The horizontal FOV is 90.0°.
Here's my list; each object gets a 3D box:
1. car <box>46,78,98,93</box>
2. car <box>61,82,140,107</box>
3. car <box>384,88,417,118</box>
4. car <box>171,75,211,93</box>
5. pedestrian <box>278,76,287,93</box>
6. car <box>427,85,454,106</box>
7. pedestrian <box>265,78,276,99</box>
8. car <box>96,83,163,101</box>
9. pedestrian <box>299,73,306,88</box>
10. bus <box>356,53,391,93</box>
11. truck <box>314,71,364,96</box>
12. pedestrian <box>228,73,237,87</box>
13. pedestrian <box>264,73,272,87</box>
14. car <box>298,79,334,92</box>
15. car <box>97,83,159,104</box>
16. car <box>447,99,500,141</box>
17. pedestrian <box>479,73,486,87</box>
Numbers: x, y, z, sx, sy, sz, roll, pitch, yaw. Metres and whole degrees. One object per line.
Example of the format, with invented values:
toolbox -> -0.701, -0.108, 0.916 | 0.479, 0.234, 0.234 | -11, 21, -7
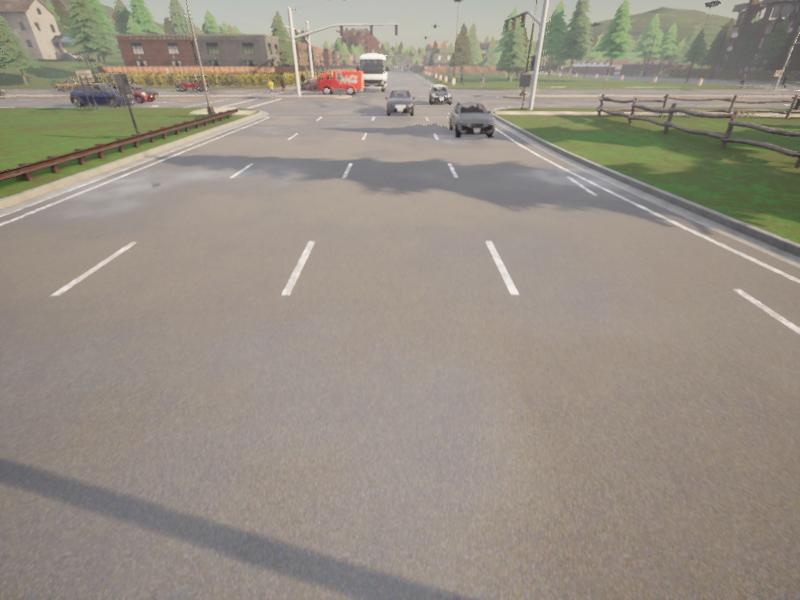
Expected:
car -> -42.478, -27.900, 51.909 | 5.366, 1.575, 1.801 | 6, 31, 10
car -> -24.890, -17.164, 33.417 | 4.553, 1.767, 2.097 | 0, 30, 0
car -> 0.013, -13.903, 28.148 | 2.128, 1.511, 4.902 | 0, 31, 0
car -> -26.593, -27.597, 51.088 | 3.866, 1.878, 1.905 | -6, 31, -9
pedestrian -> -14.610, -26.902, 49.891 | 0.751, 1.860, 0.751 | -5, 31, -8
car -> 3.517, -18.095, 35.322 | 1.970, 1.475, 3.806 | 0, 30, 0
pedestrian -> -13.157, -21.546, 40.770 | 0.751, 1.860, 0.751 | -6, 31, -10
car -> -26.626, -20.582, 39.549 | 4.792, 1.488, 2.163 | 0, 30, 1
pedestrian -> -13.710, -30.889, 56.319 | 0.751, 1.860, 0.751 | -2, 31, -4
bus -> -3.359, -30.329, 53.415 | 3.944, 4.253, 10.273 | 0, 30, 0
truck -> -6.863, -24.950, 46.014 | 5.204, 2.467, 2.627 | 0, 30, 1
pedestrian -> -25.160, -33.064, 60.081 | 0.751, 1.860, 0.751 | 0, 30, 0
pedestrian -> -19.705, -32.920, 59.837 | 0.751, 1.860, 0.751 | 0, 30, 0
car -> -11.177, -28.656, 53.409 | 4.181, 1.385, 1.994 | -21, 36, -31
car -> -24.734, -18.852, 36.480 | 3.988, 1.617, 1.851 | 0, 30, 1
car -> 3.512, -9.030, 19.888 | 1.816, 1.474, 4.193 | 0, 30, 0
pedestrian -> 12.348, -32.922, 59.845 | 0.751, 1.860, 0.751 | 2, 30, 3
